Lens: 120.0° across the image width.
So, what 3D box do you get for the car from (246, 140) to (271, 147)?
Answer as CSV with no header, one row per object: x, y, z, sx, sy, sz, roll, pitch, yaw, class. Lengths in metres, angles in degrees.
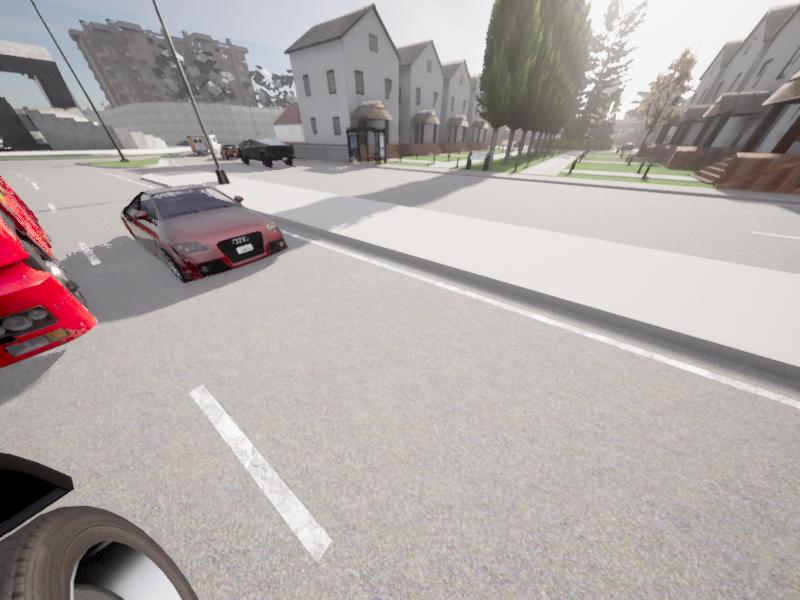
-37.942,-42.087,62.025,2.038,1.542,4.974,24,41,30,car

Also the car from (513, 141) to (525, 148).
32.080,-42.192,62.609,2.033,1.649,4.856,10,36,13,car

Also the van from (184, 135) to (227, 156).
-28.664,-23.152,34.444,2.351,2.431,6.366,-9,36,-12,van

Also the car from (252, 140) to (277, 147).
-35.331,-40.771,60.176,2.038,1.542,4.974,24,42,30,car

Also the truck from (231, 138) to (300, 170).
-12.301,-13.418,21.039,6.274,2.098,2.390,24,41,29,truck

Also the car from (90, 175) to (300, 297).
-4.576,-1.775,5.210,4.181,1.385,1.994,22,41,28,car

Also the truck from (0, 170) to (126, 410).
-7.795,-1.628,2.849,8.468,3.827,2.891,22,41,28,truck

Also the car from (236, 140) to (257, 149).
-34.147,-34.546,51.256,5.238,1.638,1.930,27,43,33,car

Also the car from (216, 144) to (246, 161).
-20.123,-17.598,27.455,1.816,1.474,4.193,-26,43,-32,car
